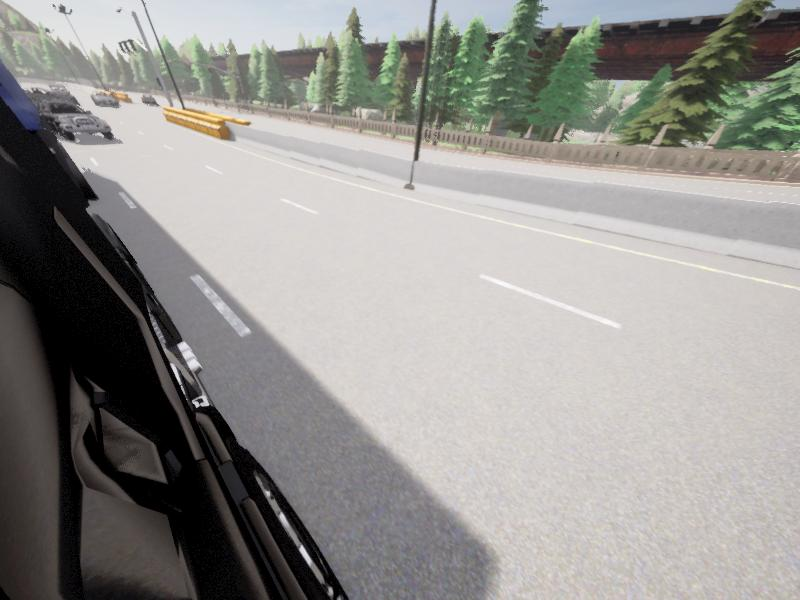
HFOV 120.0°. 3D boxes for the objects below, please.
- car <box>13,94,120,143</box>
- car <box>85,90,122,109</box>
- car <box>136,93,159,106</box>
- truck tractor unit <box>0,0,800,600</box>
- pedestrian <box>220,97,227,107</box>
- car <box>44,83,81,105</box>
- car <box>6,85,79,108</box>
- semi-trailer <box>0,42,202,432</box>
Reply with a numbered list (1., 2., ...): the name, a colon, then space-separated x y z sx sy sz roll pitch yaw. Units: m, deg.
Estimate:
1. car: -19.760 -10.803 13.777 4.605 1.855 1.932 21 41 18
2. car: -41.158 -27.890 32.082 5.027 1.651 2.152 31 45 28
3. car: -45.951 -36.509 42.079 3.633 1.501 1.845 33 46 29
4. truck tractor unit: -2.645 -0.295 0.352 6.516 4.208 3.053 28 44 30
5. pedestrian: -43.419 -48.715 56.815 0.751 1.860 0.751 33 46 29
6. car: -44.740 -27.263 30.628 3.866 1.878 1.905 31 45 28
7. car: -41.179 -23.551 26.777 1.851 1.617 3.988 19 41 15
8. semi-trailer: -8.700 -3.660 4.140 14.254 4.402 2.717 29 44 29
